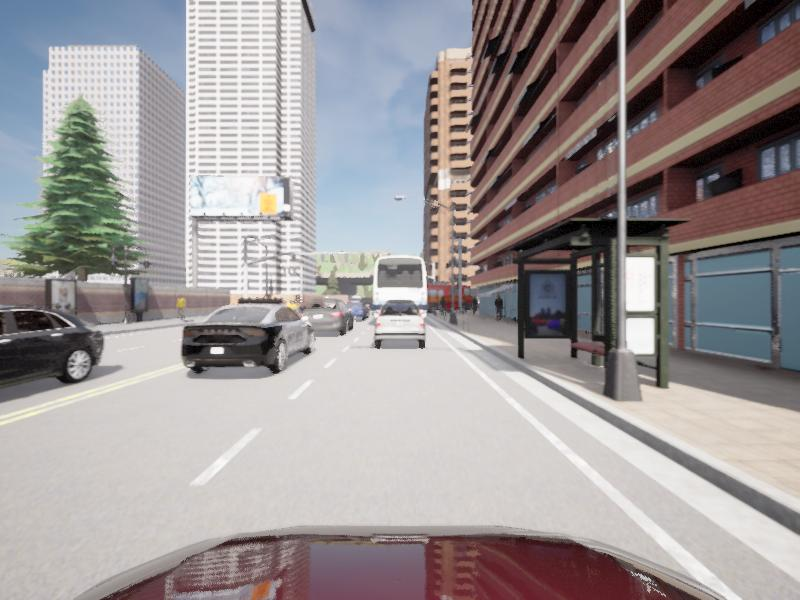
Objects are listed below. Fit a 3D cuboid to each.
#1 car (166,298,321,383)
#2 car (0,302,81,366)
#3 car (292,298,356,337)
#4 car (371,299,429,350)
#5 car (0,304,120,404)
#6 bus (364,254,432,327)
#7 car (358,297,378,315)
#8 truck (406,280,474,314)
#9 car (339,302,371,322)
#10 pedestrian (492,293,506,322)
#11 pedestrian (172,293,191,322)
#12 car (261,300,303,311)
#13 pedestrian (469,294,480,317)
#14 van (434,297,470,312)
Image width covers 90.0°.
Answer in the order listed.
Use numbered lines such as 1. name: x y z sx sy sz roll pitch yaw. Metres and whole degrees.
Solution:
1. car: -3.511 0.767 10.283 1.930 1.638 5.238 0 0 0
2. car: -10.500 0.820 9.475 1.882 1.535 5.008 0 0 0
3. car: -3.502 0.751 19.499 2.242 1.667 4.611 0 0 0
4. car: 0.002 0.783 14.742 1.851 1.617 3.988 0 0 0
5. car: -7.001 0.843 6.243 1.837 1.490 4.892 0 0 0
6. bus: -0.121 -0.544 28.607 3.944 4.253 10.273 0 0 0
7. car: -3.501 0.631 44.346 1.905 1.878 3.866 0 0 0
8. truck: 4.968 -0.339 48.653 8.468 3.827 2.891 0 0 -38
9. car: -3.500 0.883 32.076 2.033 1.411 5.357 0 0 0
10. pedestrian: 6.362 0.476 25.718 0.751 1.860 0.751 0 0 0
11. pedestrian: -13.934 0.476 25.499 0.751 1.860 0.751 0 0 4
12. car: -16.654 0.782 56.481 5.366 1.575 1.801 0 0 8
13. pedestrian: 6.116 0.474 32.808 0.751 1.860 0.751 0 0 -7
14. van: 6.887 0.565 53.217 4.442 1.987 1.775 0 0 0
